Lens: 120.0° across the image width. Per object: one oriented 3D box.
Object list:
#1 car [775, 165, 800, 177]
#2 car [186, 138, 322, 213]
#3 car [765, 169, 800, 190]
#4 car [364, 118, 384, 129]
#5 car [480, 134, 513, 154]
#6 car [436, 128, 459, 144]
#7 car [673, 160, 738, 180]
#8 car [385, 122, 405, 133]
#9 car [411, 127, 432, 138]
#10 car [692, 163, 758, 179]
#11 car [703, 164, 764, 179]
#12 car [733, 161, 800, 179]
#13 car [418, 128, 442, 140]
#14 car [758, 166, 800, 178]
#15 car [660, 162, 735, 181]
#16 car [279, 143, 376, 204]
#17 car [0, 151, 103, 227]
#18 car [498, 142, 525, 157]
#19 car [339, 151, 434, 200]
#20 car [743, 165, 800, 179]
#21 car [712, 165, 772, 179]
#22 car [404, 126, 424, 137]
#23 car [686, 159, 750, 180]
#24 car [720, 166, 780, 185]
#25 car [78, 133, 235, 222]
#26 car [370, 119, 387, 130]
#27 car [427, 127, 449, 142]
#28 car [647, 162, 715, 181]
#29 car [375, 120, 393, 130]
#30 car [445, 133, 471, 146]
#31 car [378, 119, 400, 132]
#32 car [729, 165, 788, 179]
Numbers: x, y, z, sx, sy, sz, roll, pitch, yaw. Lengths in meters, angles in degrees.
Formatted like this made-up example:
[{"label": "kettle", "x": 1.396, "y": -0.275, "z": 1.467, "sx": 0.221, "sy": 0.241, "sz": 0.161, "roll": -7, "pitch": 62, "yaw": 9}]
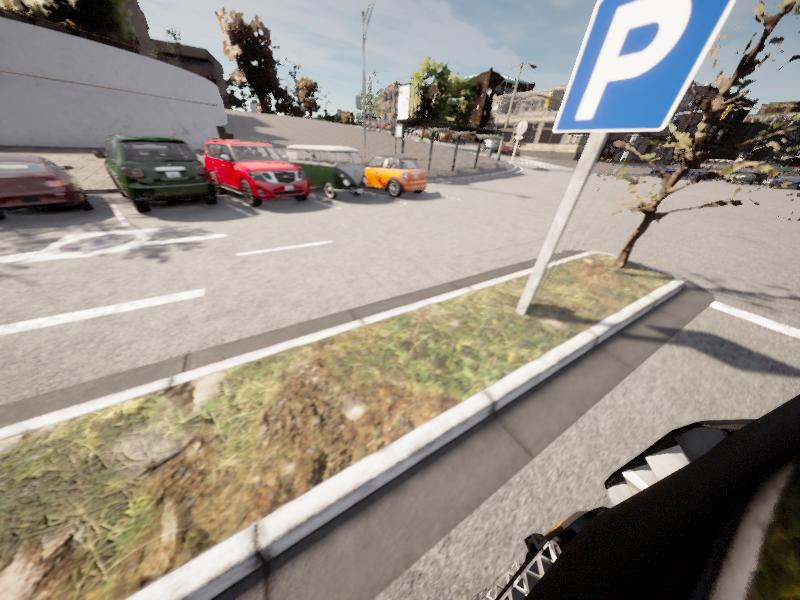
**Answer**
[{"label": "car", "x": 71.883, "y": -23.046, "z": 41.384, "sx": 2.185, "sy": 1.767, "sz": 4.553, "roll": -24, "pitch": 41, "yaw": -34}, {"label": "car", "x": -6.054, "y": -5.336, "z": 9.517, "sx": 5.566, "sy": 2.045, "sz": 2.435, "roll": 26, "pitch": 40, "yaw": 31}, {"label": "car", "x": 36.997, "y": -11.275, "z": 21.620, "sx": 4.193, "sy": 1.474, "sz": 1.816, "roll": -13, "pitch": 37, "yaw": -22}, {"label": "car", "x": -7.380, "y": -50.146, "z": 65.647, "sx": 2.435, "sy": 2.045, "sz": 5.566, "roll": 27, "pitch": 39, "yaw": 30}, {"label": "car", "x": 15.145, "y": -24.278, "z": 36.094, "sx": 2.435, "sy": 2.045, "sz": 5.566, "roll": 32, "pitch": 42, "yaw": 27}, {"label": "car", "x": 9.123, "y": -31.155, "z": 43.916, "sx": 1.878, "sy": 1.987, "sz": 4.442, "roll": 32, "pitch": 43, "yaw": 27}, {"label": "car", "x": 38.358, "y": -16.505, "z": 29.226, "sx": 2.185, "sy": 1.767, "sz": 4.553, "roll": -27, "pitch": 43, "yaw": -37}, {"label": "car", "x": -1.170, "y": -43.267, "z": 58.054, "sx": 1.946, "sy": 1.575, "sz": 5.366, "roll": 31, "pitch": 42, "yaw": 27}, {"label": "car", "x": 4.707, "y": -36.219, "z": 50.091, "sx": 2.002, "sy": 1.452, "sz": 4.674, "roll": 32, "pitch": 43, "yaw": 27}, {"label": "car", "x": 43.883, "y": -17.579, "z": 31.450, "sx": 2.231, "sy": 1.521, "sz": 4.892, "roll": -26, "pitch": 43, "yaw": -37}, {"label": "car", "x": 46.651, "y": -18.120, "z": 32.525, "sx": 2.002, "sy": 1.452, "sz": 4.674, "roll": -27, "pitch": 43, "yaw": -36}, {"label": "car", "x": 57.824, "y": -20.584, "z": 36.478, "sx": 2.435, "sy": 2.045, "sz": 5.566, "roll": -25, "pitch": 42, "yaw": -35}, {"label": "car", "x": 6.313, "y": -34.586, "z": 48.208, "sx": 1.946, "sy": 1.575, "sz": 5.366, "roll": 32, "pitch": 42, "yaw": 27}, {"label": "car", "x": 66.218, "y": -21.951, "z": 39.570, "sx": 2.097, "sy": 1.535, "sz": 5.008, "roll": -24, "pitch": 42, "yaw": -34}, {"label": "car", "x": 35.761, "y": -15.705, "z": 28.061, "sx": 5.366, "sy": 1.575, "sz": 1.946, "roll": 30, "pitch": 42, "yaw": 35}, {"label": "car", "x": -3.380, "y": -6.023, "z": 10.786, "sx": 4.442, "sy": 1.987, "sz": 1.878, "roll": 26, "pitch": 40, "yaw": 32}, {"label": "car", "x": -11.291, "y": -3.600, "z": 7.060, "sx": 4.674, "sy": 1.452, "sz": 2.002, "roll": 26, "pitch": 40, "yaw": 31}, {"label": "car", "x": 16.583, "y": -22.298, "z": 34.278, "sx": 2.002, "sy": 1.452, "sz": 4.674, "roll": 32, "pitch": 42, "yaw": 27}, {"label": "car", "x": -0.831, "y": -6.702, "z": 12.171, "sx": 4.553, "sy": 1.767, "sz": 2.185, "roll": 26, "pitch": 40, "yaw": 32}, {"label": "car", "x": 60.594, "y": -20.921, "z": 37.631, "sx": 2.097, "sy": 1.535, "sz": 5.008, "roll": -25, "pitch": 42, "yaw": -35}, {"label": "car", "x": 49.426, "y": -18.695, "z": 33.582, "sx": 2.002, "sy": 1.452, "sz": 4.674, "roll": -26, "pitch": 42, "yaw": -36}, {"label": "car", "x": 3.205, "y": -37.959, "z": 52.063, "sx": 2.002, "sy": 1.452, "sz": 4.674, "roll": 31, "pitch": 42, "yaw": 27}, {"label": "car", "x": 41.217, "y": -17.128, "z": 30.177, "sx": 1.878, "sy": 1.987, "sz": 4.442, "roll": -27, "pitch": 43, "yaw": -37}, {"label": "car", "x": 36.710, "y": -13.076, "z": 24.246, "sx": 4.902, "sy": 1.511, "sz": 2.128, "roll": -13, "pitch": 37, "yaw": -22}, {"label": "car", "x": -8.707, "y": -4.606, "z": 8.231, "sx": 5.566, "sy": 2.045, "sz": 2.435, "roll": 26, "pitch": 40, "yaw": 31}, {"label": "car", "x": -5.839, "y": -48.465, "z": 63.771, "sx": 2.185, "sy": 1.767, "sz": 4.553, "roll": 29, "pitch": 40, "yaw": 28}, {"label": "car", "x": 7.634, "y": -32.898, "z": 45.895, "sx": 1.878, "sy": 1.987, "sz": 4.442, "roll": 32, "pitch": 43, "yaw": 27}, {"label": "car", "x": 32.855, "y": -15.233, "z": 27.223, "sx": 4.792, "sy": 1.488, "sz": 2.163, "roll": 30, "pitch": 42, "yaw": 35}, {"label": "car", "x": -4.347, "y": -46.754, "z": 61.771, "sx": 2.185, "sy": 1.767, "sz": 4.553, "roll": 30, "pitch": 42, "yaw": 27}, {"label": "car", "x": 10.642, "y": -29.283, "z": 42.152, "sx": 2.231, "sy": 1.521, "sz": 4.892, "roll": 32, "pitch": 42, "yaw": 28}, {"label": "car", "x": -2.788, "y": -45.109, "z": 59.725, "sx": 2.435, "sy": 2.045, "sz": 5.566, "roll": 31, "pitch": 42, "yaw": 26}, {"label": "car", "x": 54.993, "y": -19.805, "z": 35.637, "sx": 2.002, "sy": 1.452, "sz": 4.674, "roll": -26, "pitch": 42, "yaw": -35}]
